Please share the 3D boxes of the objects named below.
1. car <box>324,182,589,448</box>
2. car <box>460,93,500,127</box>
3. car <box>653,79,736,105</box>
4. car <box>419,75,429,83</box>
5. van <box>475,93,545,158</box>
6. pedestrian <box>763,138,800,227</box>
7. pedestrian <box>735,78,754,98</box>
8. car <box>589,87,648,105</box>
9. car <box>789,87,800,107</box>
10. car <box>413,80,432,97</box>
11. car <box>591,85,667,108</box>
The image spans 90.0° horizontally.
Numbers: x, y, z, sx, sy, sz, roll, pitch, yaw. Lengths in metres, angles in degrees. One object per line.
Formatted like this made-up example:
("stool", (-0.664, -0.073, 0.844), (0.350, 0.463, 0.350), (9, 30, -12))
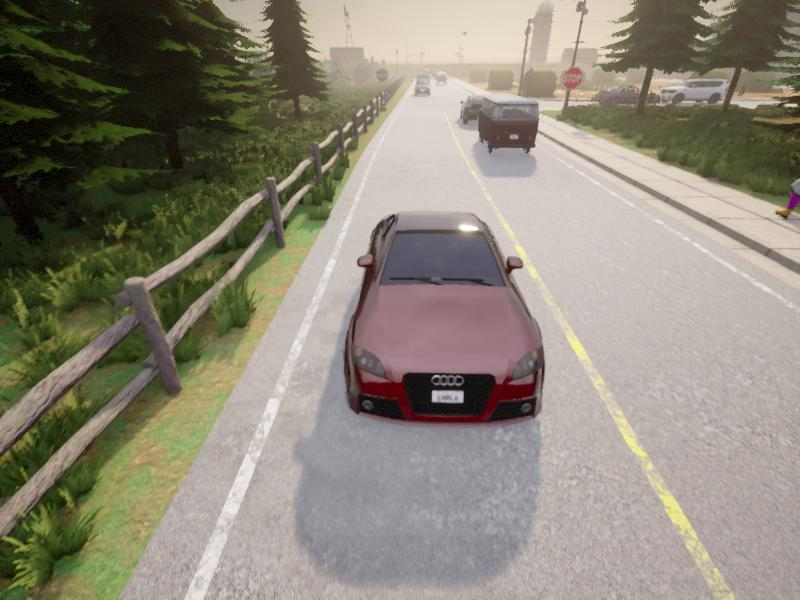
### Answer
("car", (0.474, -0.303, 5.168), (1.994, 1.385, 4.181), (1, 30, 1))
("car", (4.841, -11.929, 24.914), (1.837, 1.490, 4.892), (2, 30, 4))
("car", (27.265, -19.405, 37.220), (5.566, 2.045, 2.150), (0, 30, 0))
("car", (5.026, -46.846, 84.744), (1.970, 1.475, 3.806), (2, 30, 3))
("van", (4.379, -7.436, 16.738), (1.775, 1.987, 4.442), (1, 30, 2))
("pedestrian", (8.474, -2.517, 8.116), (0.751, 1.860, 0.751), (-4, 31, -7))
("pedestrian", (35.627, -21.964, 41.425), (0.751, 1.860, 0.751), (9, 31, 15))
("car", (20.374, -19.135, 37.430), (4.181, 1.385, 1.994), (0, 30, -1))
("car", (37.046, -17.371, 34.298), (4.792, 1.488, 2.163), (0, 30, 0))
("car", (2.698, -25.169, 47.548), (2.128, 1.511, 4.902), (1, 30, 3))
("car", (19.600, -17.533, 34.439), (5.027, 1.651, 2.152), (0, 30, 1))
